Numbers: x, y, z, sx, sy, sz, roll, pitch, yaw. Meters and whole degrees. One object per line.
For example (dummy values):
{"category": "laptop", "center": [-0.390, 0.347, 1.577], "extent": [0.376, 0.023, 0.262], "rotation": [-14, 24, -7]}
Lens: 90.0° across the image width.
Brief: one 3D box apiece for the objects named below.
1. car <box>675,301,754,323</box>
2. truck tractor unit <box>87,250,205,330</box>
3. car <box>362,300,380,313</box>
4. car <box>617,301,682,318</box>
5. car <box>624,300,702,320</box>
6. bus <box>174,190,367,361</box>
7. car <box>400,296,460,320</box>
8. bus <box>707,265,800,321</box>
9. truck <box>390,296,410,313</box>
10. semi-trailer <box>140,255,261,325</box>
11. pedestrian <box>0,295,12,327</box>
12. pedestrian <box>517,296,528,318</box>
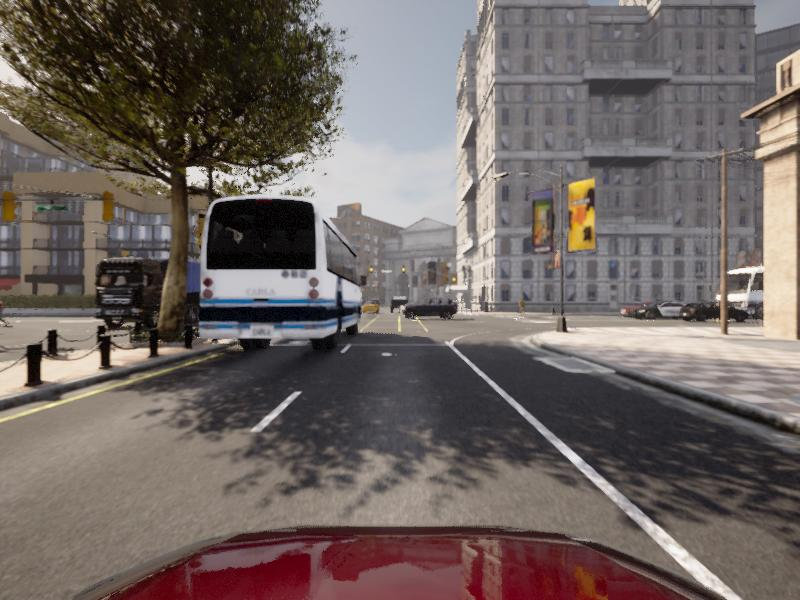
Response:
{"category": "car", "center": [22.533, 0.843, 28.773], "extent": [4.193, 1.474, 1.816], "rotation": [0, 0, 0]}
{"category": "truck tractor unit", "center": [-15.006, -0.534, 24.371], "extent": [3.053, 4.208, 6.516], "rotation": [0, 0, 0]}
{"category": "car", "center": [-3.524, 0.781, 49.592], "extent": [1.801, 1.575, 5.366], "rotation": [0, 0, 0]}
{"category": "car", "center": [22.194, 0.855, 35.755], "extent": [4.674, 1.442, 1.812], "rotation": [0, 0, 0]}
{"category": "car", "center": [21.141, 0.813, 32.255], "extent": [4.974, 1.542, 2.038], "rotation": [0, 0, 0]}
{"category": "bus", "center": [-3.628, -0.547, 15.060], "extent": [3.944, 4.253, 10.273], "rotation": [0, -1, 0]}
{"category": "car", "center": [2.332, 0.635, 32.139], "extent": [4.605, 1.855, 1.932], "rotation": [-1, 0, 0]}
{"category": "bus", "center": [31.349, -0.547, 32.173], "extent": [10.273, 4.253, 3.944], "rotation": [0, 0, 0]}
{"category": "truck", "center": [-0.024, 0.520, 52.112], "extent": [2.390, 2.098, 6.274], "rotation": [0, 0, 0]}
{"category": "semi-trailer", "center": [-15.014, -0.632, 32.286], "extent": [2.717, 4.402, 14.254], "rotation": [0, 0, 0]}
{"category": "pedestrian", "center": [-23.505, 0.628, 23.449], "extent": [0.751, 1.860, 0.751], "rotation": [0, 0, 2]}
{"category": "pedestrian", "center": [10.480, 0.623, 34.221], "extent": [0.751, 1.860, 0.751], "rotation": [0, 0, -1]}
